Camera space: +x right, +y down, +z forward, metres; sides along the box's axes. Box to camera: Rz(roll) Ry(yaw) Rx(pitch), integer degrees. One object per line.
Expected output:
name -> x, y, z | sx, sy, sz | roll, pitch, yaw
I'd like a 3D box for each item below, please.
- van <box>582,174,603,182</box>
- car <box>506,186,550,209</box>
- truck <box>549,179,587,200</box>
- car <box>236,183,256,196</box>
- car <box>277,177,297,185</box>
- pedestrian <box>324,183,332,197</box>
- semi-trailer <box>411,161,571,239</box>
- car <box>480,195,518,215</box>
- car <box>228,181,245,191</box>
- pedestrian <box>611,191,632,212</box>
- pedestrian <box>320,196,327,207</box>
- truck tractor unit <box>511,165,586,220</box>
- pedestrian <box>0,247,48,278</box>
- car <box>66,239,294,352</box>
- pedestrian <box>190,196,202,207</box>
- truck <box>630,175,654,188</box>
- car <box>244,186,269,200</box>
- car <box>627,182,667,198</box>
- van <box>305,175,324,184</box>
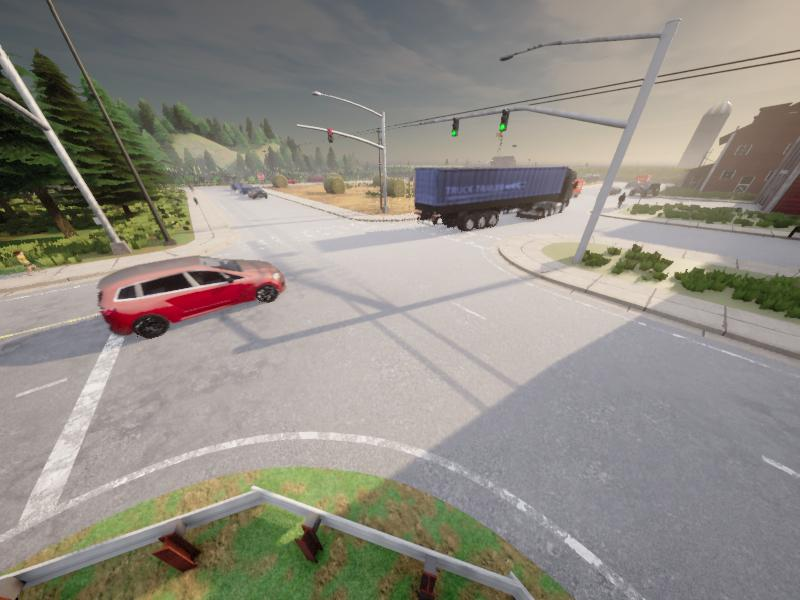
van -> 61.962, -39.389, 74.532 | 2.069, 2.038, 4.480 | -23, 37, -34
car -> 15.392, -12.350, 27.640 | 5.566, 2.045, 2.150 | -23, 37, -34
truck -> 25.372, -16.811, 34.938 | 5.204, 2.467, 2.627 | -23, 37, -34
car -> -27.010, -19.437, 40.477 | 1.882, 1.535, 5.008 | -22, 37, -33
car -> -30.701, -32.401, 62.873 | 4.514, 1.525, 2.007 | -20, 36, -31
pedestrian -> -10.998, -16.934, 35.428 | 0.751, 1.860, 0.751 | -16, 34, -26
semi-trailer -> 7.663, -8.403, 18.418 | 14.254, 4.402, 2.717 | -17, 34, -27
car -> 10.235, -9.931, 23.957 | 3.633, 1.501, 1.845 | -23, 37, -34
car -> -33.392, -23.300, 47.179 | 2.007, 1.525, 4.514 | -22, 37, -33
pedestrian -> 22.307, -9.958, 23.329 | 0.751, 1.860, 0.751 | 11, 32, 19
pedestrian -> -8.803, -11.379, 26.603 | 0.500, 1.100, 0.500 | -24, 38, -35
truck tractor unit -> 14.255, -10.489, 22.253 | 6.516, 4.208, 3.053 | -23, 37, -34
pedestrian -> -15.476, -1.561, 9.545 | 0.500, 1.100, 0.500 | -19, 35, -29
car -> -6.411, -0.552, 7.593 | 4.611, 1.667, 2.242 | -23, 37, -34
pedestrian -> -23.530, -11.398, 26.637 | 0.500, 1.100, 0.500 | 17, 34, 27
truck -> 57.042, -28.060, 54.427 | 5.204, 2.467, 2.627 | -23, 37, -34
car -> -21.694, -16.208, 34.890 | 2.038, 1.542, 4.974 | -22, 37, -33
car -> 37.519, -16.849, 35.271 | 1.905, 1.878, 3.866 | -2, 28, 9
van -> -24.632, -34.865, 66.680 | 4.442, 1.987, 1.775 | -21, 36, -31
